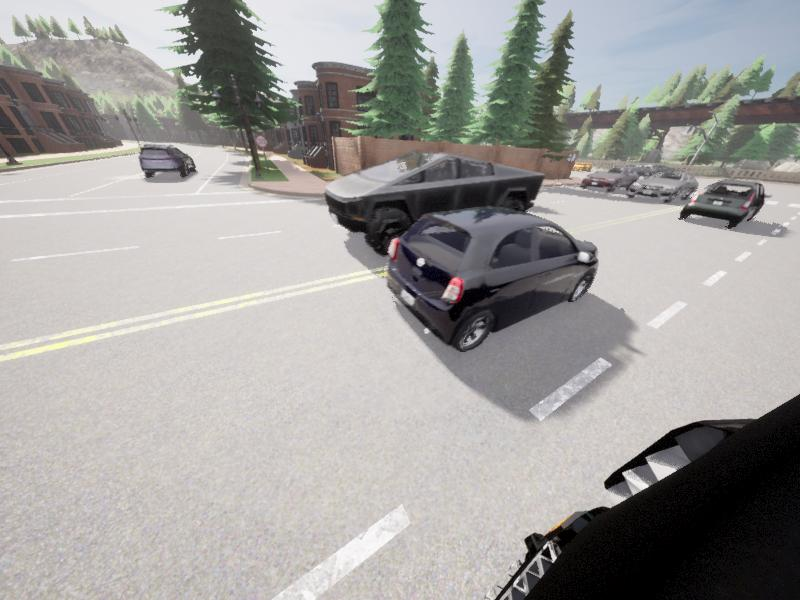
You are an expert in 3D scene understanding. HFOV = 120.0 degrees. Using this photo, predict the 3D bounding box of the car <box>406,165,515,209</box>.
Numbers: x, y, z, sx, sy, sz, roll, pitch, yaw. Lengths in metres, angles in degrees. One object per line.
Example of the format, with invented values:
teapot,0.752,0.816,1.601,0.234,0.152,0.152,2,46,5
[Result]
car,2.905,-5.519,11.135,4.892,1.490,1.837,-15,38,-26

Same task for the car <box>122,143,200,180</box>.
car,-14.583,-8.798,14.525,2.033,1.649,4.856,-14,37,-24

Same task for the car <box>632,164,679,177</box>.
car,42.867,-21.909,38.913,1.837,1.490,4.892,-16,38,-26

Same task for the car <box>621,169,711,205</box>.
car,17.091,-7.338,14.856,5.027,1.651,2.152,-16,38,-26

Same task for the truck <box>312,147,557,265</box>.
truck,1.142,-3.003,6.659,6.274,2.098,2.390,-16,38,-26

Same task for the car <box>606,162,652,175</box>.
car,38.636,-22.274,39.096,2.038,1.542,4.974,-16,38,-26

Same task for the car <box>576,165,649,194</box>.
car,16.480,-9.400,17.915,5.027,1.651,2.152,-16,38,-26

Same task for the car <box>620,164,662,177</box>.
car,36.959,-19.993,35.583,1.970,1.475,3.806,-15,38,-25

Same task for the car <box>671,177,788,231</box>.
car,14.402,-4.330,10.132,3.988,1.617,1.851,-16,38,-26

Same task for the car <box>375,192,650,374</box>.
car,1.664,-0.678,3.714,3.633,1.501,1.845,-16,38,-26
